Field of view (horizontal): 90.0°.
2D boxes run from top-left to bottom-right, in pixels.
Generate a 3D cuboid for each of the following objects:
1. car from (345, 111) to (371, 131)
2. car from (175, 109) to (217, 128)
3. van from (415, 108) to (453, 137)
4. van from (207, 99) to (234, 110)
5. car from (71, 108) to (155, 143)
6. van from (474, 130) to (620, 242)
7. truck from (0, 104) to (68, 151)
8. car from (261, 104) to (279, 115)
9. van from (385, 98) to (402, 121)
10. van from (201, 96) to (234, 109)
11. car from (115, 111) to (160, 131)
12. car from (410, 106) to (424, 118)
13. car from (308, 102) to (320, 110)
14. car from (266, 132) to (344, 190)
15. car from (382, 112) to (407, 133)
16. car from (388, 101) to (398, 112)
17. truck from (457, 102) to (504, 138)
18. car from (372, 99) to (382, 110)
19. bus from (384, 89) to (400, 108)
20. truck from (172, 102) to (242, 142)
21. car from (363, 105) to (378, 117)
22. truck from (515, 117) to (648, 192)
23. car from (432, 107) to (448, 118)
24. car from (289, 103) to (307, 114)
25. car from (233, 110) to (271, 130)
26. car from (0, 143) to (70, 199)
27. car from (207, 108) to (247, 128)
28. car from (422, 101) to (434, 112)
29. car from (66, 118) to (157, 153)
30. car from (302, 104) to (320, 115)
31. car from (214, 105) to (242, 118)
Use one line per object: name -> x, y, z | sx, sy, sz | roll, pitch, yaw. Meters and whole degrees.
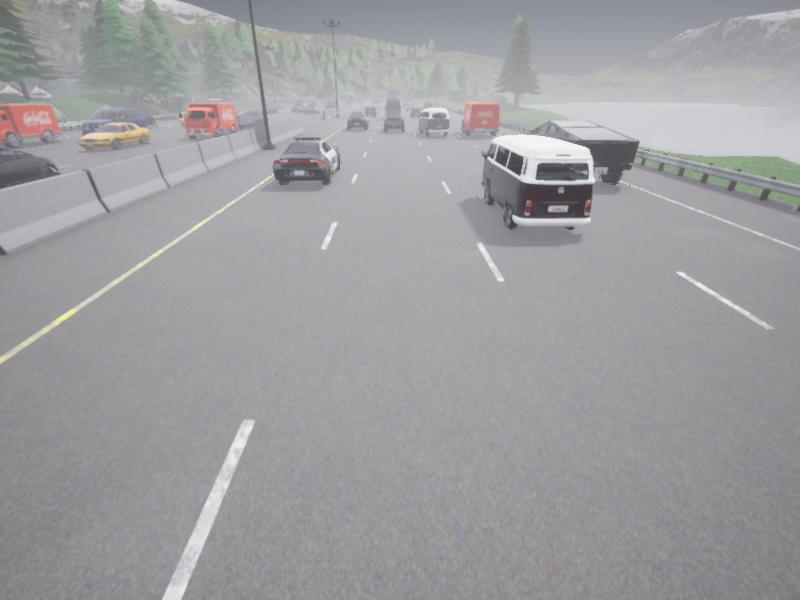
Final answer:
car -> -4.089, -17.841, 39.693 | 2.038, 1.542, 4.974 | 0, 27, -1
car -> -21.679, -19.461, 42.762 | 1.801, 1.575, 5.366 | -1, 27, -1
van -> 2.717, -14.693, 33.004 | 2.069, 2.038, 4.480 | -4, 26, -9
van -> -38.155, -41.595, 84.917 | 4.480, 2.038, 2.069 | -1, 27, -1
car -> -21.398, -13.283, 30.216 | 2.150, 2.045, 5.566 | 0, 27, -1
van -> 3.521, -3.288, 10.810 | 2.069, 2.038, 4.480 | 0, 28, -1
truck -> -24.809, -11.107, 25.512 | 2.627, 2.467, 5.204 | 0, 27, -1
car -> -22.196, -32.668, 68.500 | 1.845, 1.501, 3.633 | 0, 27, -1
van -> -0.975, -25.926, 54.351 | 1.988, 2.561, 5.915 | -2, 27, -3
van -> -39.935, -43.422, 87.872 | 5.915, 2.561, 1.988 | -1, 27, -1
car -> -25.071, -17.215, 38.409 | 1.789, 1.549, 3.705 | 0, 27, -1
car -> 2.483, -28.341, 60.227 | 1.816, 1.474, 4.193 | 0, 27, -1
car -> -19.126, -43.159, 88.987 | 1.851, 1.617, 3.988 | 0, 27, -1
car -> -3.595, -5.781, 16.200 | 2.038, 1.542, 4.974 | 0, 27, -1
car -> -0.538, -16.617, 37.340 | 2.128, 1.511, 4.902 | 0, 27, -1
car -> -1.412, -38.202, 78.997 | 1.905, 1.878, 3.866 | 0, 27, -1
truck -> 6.543, -15.105, 33.369 | 2.627, 2.467, 5.204 | 0, 27, -1
car -> -5.196, -45.199, 92.435 | 2.150, 2.045, 5.566 | 0, 27, -1
bus -> -2.062, -52.236, 103.718 | 3.944, 4.253, 10.273 | 0, 27, -1
truck -> -14.405, -13.618, 30.423 | 2.627, 2.467, 5.204 | 0, 27, -1
car -> -4.545, -28.998, 61.456 | 2.007, 1.525, 4.514 | 0, 27, -1
truck -> 6.901, -6.187, 16.395 | 2.390, 2.098, 6.274 | 0, 27, -1
car -> 5.973, -28.523, 60.785 | 1.895, 1.301, 4.718 | 0, 27, -1
car -> -19.001, -35.929, 74.896 | 2.242, 1.667, 4.611 | 0, 27, -1
car -> -14.604, -17.944, 39.767 | 2.033, 1.649, 4.856 | 0, 27, -1
car -> -14.050, -4.404, 13.677 | 1.994, 1.385, 4.181 | -1, 27, -1
car -> -18.156, -19.255, 42.267 | 2.242, 1.667, 4.611 | -1, 27, -1
car -> 5.587, -38.232, 79.064 | 1.932, 1.855, 4.605 | 0, 27, -1
car -> -17.790, -10.398, 25.112 | 1.801, 1.575, 5.366 | 0, 27, -1
car -> -15.197, -32.721, 68.594 | 2.038, 1.542, 4.974 | 0, 27, -1
car -> -25.511, -28.145, 59.657 | 2.038, 1.542, 4.974 | 0, 27, -1
